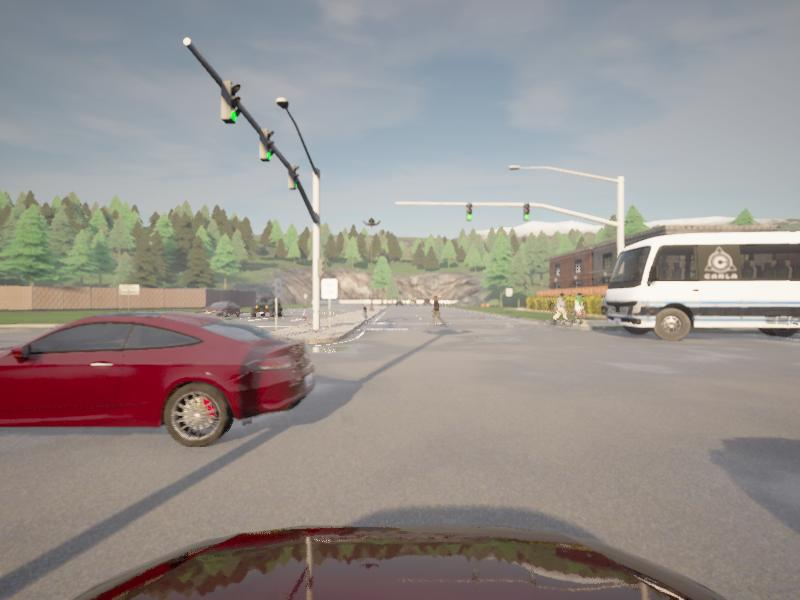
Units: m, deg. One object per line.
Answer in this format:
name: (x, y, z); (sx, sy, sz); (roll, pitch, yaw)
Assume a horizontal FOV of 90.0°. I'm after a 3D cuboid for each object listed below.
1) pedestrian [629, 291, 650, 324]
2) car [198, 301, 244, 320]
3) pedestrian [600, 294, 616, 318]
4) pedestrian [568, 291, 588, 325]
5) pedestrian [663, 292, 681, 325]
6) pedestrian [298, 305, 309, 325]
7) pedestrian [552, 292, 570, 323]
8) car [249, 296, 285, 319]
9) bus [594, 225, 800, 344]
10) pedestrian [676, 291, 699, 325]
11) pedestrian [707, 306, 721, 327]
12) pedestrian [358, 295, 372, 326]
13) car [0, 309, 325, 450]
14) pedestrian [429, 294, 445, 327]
pedestrian: (13.837, 0.422, 23.156); (0.751, 1.860, 0.751); (0, 0, -3)
car: (-15.081, 0.833, 34.030); (1.812, 1.442, 4.674); (0, 0, 0)
pedestrian: (15.773, 0.453, 30.342); (0.751, 1.860, 0.751); (0, 0, 0)
pedestrian: (9.948, 0.438, 22.350); (0.751, 1.860, 0.751); (0, 0, -6)
pedestrian: (15.429, 0.461, 22.701); (0.751, 1.860, 0.751); (0, 0, 25)
pedestrian: (-5.355, 0.841, 22.234); (0.500, 1.100, 0.500); (0, 0, -23)
pedestrian: (9.748, 0.459, 24.183); (0.751, 1.860, 0.751); (0, 0, -3)
car: (-11.584, 0.609, 35.125); (1.905, 1.878, 3.866); (0, 0, 0)
bus: (13.992, -0.551, 16.231); (10.273, 4.253, 3.944); (0, 0, 6)
pedestrian: (16.150, 0.461, 22.505); (0.751, 1.860, 0.751); (0, 0, -16)
pedestrian: (16.396, 0.843, 20.891); (0.500, 1.100, 0.500); (0, 0, -40)
pedestrian: (-2.104, 0.612, 24.064); (0.751, 1.860, 0.751); (0, 0, 0)
car: (-3.467, 0.864, 5.138); (4.674, 1.442, 1.812); (0, 0, -1)
pedestrian: (2.122, 0.613, 23.057); (0.751, 1.860, 0.751); (0, 0, -6)
